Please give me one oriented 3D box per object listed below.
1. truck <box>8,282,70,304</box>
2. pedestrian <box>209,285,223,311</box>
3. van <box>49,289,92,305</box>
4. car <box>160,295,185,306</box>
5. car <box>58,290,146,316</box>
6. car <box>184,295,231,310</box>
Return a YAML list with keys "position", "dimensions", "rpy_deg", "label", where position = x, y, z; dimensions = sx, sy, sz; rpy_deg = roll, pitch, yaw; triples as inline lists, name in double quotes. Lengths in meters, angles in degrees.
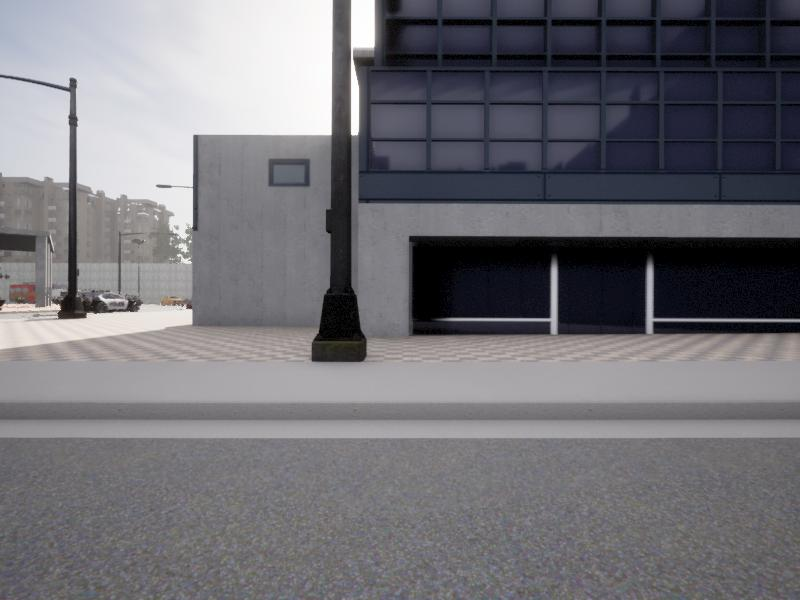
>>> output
- position: [-63.288, -1.211, 70.258]
  dimensions: [8.468, 3.827, 2.891]
  rpy_deg: [0, 0, 2]
  label: "truck"
- position: [-13.834, -0.146, 30.101]
  dimensions: [0.751, 1.860, 0.751]
  rpy_deg: [0, 0, -9]
  label: "pedestrian"
- position: [-54.351, -0.542, 66.080]
  dimensions: [5.915, 2.561, 1.988]
  rpy_deg: [0, 0, 8]
  label: "van"
- position: [-33.319, 0.082, 58.460]
  dimensions: [5.008, 1.535, 1.882]
  rpy_deg: [0, 0, 45]
  label: "car"
- position: [-19.374, 0.166, 26.349]
  dimensions: [2.038, 1.542, 4.974]
  rpy_deg: [0, 0, 1]
  label: "car"
- position: [-18.394, 0.246, 38.360]
  dimensions: [1.994, 1.385, 4.181]
  rpy_deg: [0, 0, 10]
  label: "car"
